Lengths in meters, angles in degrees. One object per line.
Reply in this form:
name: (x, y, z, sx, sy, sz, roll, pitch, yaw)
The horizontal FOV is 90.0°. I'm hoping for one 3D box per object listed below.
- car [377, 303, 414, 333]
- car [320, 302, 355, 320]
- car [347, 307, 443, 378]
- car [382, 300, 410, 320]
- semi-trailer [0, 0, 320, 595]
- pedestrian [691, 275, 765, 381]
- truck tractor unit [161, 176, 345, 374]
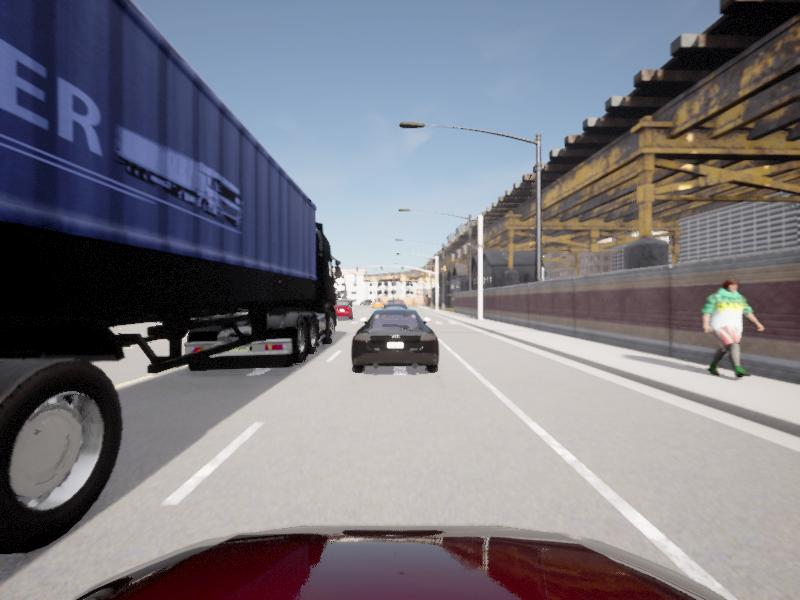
car: (-0.247, 0.902, 21.904, 1.812, 1.442, 4.674, 0, 0, -1)
car: (-5.499, 0.902, 34.799, 2.163, 1.488, 4.792, 0, 0, -20)
car: (-0.121, 0.923, 10.415, 1.994, 1.385, 4.181, 0, 0, -1)
car: (-0.383, 0.806, 34.327, 2.242, 1.667, 4.611, 0, 0, -1)
semi-trailer: (-3.521, -0.625, 4.029, 2.717, 4.402, 14.254, 0, 0, 0)
pedestrian: (6.031, 0.495, 7.397, 0.751, 1.860, 0.751, 0, 0, 0)
truck tractor unit: (-3.628, -0.547, 11.952, 3.053, 4.208, 6.516, -2, 0, -1)
